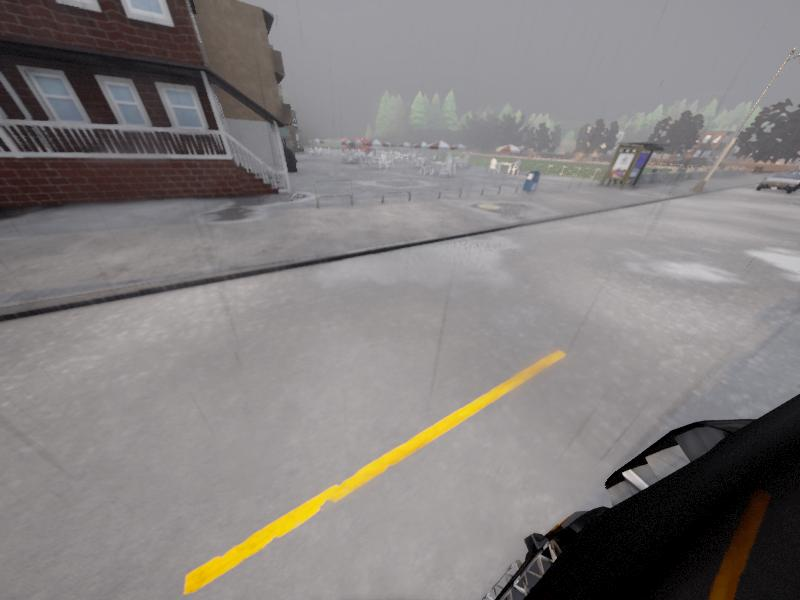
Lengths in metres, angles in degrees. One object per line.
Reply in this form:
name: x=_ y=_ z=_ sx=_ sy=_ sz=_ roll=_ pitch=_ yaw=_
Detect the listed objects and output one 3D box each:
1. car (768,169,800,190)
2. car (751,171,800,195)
car: x=39.505 y=-12.109 z=23.081 sx=4.514 sy=1.525 sz=2.007 roll=-16 pitch=38 yaw=-26
car: x=32.738 y=-10.072 z=19.726 sx=5.357 sy=1.411 sz=2.033 roll=-16 pitch=38 yaw=-26
